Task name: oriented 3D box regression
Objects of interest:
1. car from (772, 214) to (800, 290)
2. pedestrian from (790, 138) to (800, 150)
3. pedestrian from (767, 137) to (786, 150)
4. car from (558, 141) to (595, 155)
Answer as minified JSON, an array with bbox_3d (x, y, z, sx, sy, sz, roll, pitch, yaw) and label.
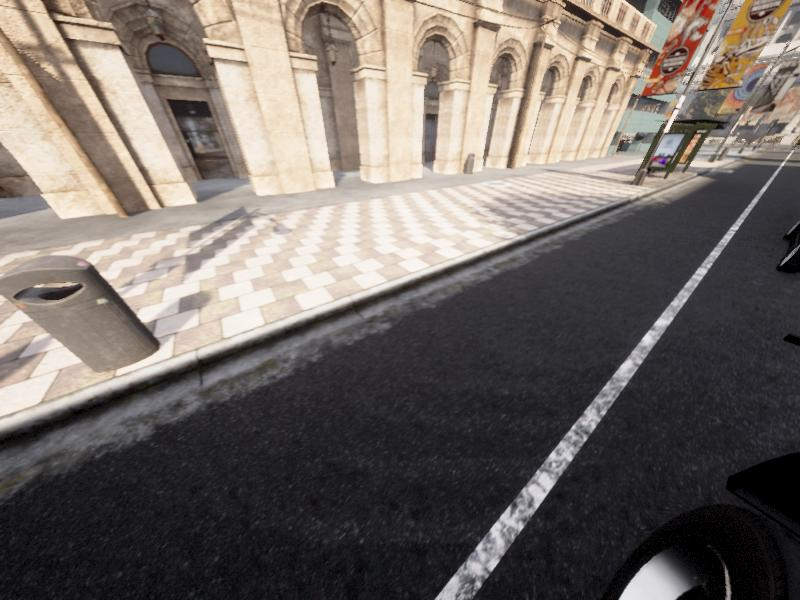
[{"bbox_3d":[9.377,-1.303,4.355,4.892,1.490,1.837,-22,41,-28],"label":"car"},{"bbox_3d":[67.302,-26.394,38.912,0.751,1.860,0.751,-22,40,-27],"label":"pedestrian"},{"bbox_3d":[64.155,-26.704,39.383,0.751,1.860,0.751,-18,39,-23],"label":"pedestrian"},{"bbox_3d":[24.558,-21.203,32.203,4.786,1.482,2.161,-22,41,-28],"label":"car"}]
